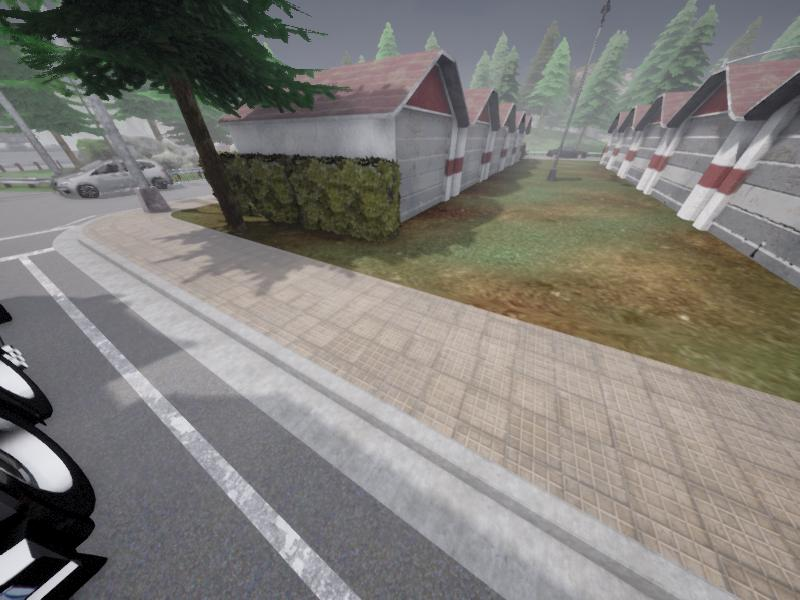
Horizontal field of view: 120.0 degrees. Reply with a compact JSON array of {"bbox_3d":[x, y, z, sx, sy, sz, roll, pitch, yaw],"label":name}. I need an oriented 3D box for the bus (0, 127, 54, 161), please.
[{"bbox_3d":[-62.860,-23.679,35.069,3.944,4.253,10.273,18,39,25],"label":"bus"}]

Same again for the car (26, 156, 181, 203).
[{"bbox_3d":[-15.816,-6.835,12.781,2.242,1.667,4.611,16,38,22],"label":"car"}]

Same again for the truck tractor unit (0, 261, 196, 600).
[{"bbox_3d":[-5.107,-0.304,0.786,6.516,4.208,3.053,19,39,24],"label":"truck tractor unit"}]
